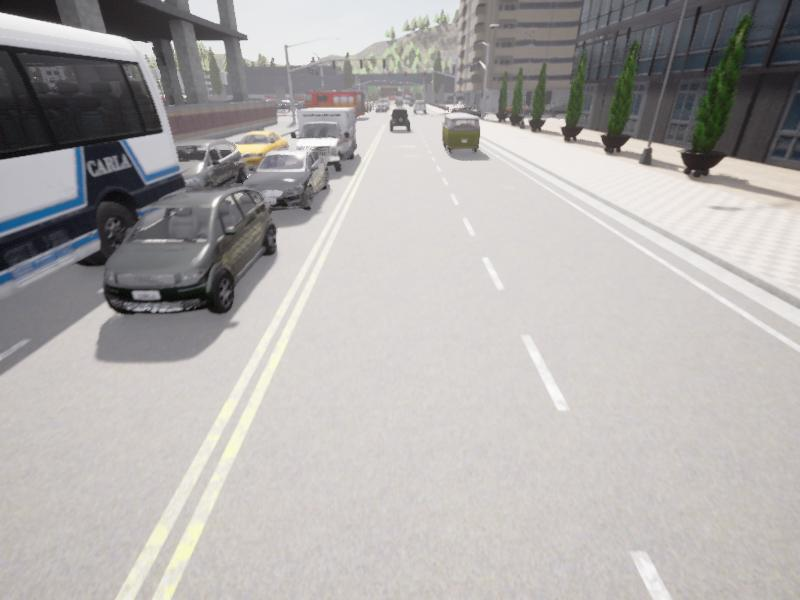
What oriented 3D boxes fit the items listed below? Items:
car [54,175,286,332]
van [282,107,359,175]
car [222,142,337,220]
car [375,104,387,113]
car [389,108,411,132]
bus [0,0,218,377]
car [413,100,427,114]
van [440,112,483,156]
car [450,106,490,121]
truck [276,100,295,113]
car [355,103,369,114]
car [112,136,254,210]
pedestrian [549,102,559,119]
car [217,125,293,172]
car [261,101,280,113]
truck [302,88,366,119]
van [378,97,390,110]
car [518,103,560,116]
[{"bbox_3d":[-3.499,-1.076,7.084,1.789,1.549,3.705,0,27,0],"label":"car"},{"bbox_3d":[-3.509,-7.881,19.361,2.351,2.431,6.366,0,27,0],"label":"van"},{"bbox_3d":[-3.500,-3.996,12.809,2.128,1.511,4.902,0,27,0],"label":"car"},{"bbox_3d":[-3.520,-36.094,75.348,1.970,1.475,3.806,0,27,0],"label":"car"},{"bbox_3d":[-0.010,-16.865,37.348,1.905,1.878,3.866,0,27,0],"label":"car"},{"bbox_3d":[-6.890,-1.619,5.253,3.944,4.253,10.273,0,27,0],"label":"bus"},{"bbox_3d":[3.478,-34.255,70.930,2.150,2.045,5.566,0,27,0],"label":"car"},{"bbox_3d":[3.493,-9.853,23.543,1.775,1.987,4.442,0,27,0],"label":"van"},{"bbox_3d":[8.937,-24.030,51.405,4.514,1.525,2.007,-9,28,-15],"label":"car"},{"bbox_3d":[-21.167,-35.990,74.401,2.069,2.038,4.478,0,27,0],"label":"truck"},{"bbox_3d":[-7.021,-35.464,73.910,2.033,1.649,4.856,0,27,0],"label":"car"},{"bbox_3d":[-7.002,-4.524,13.727,2.242,1.667,4.611,-1,27,0],"label":"car"},{"bbox_3d":[18.489,-22.840,48.139,0.751,1.860,0.751,4,28,8],"label":"pedestrian"},{"bbox_3d":[-7.004,-7.723,20.045,1.801,1.575,5.366,0,27,0],"label":"car"},{"bbox_3d":[-24.062,-35.855,74.402,1.932,1.855,4.605,0,27,0],"label":"car"},{"bbox_3d":[-9.297,-27.750,56.499,8.468,3.827,2.891,12,29,22],"label":"truck"},{"bbox_3d":[-3.532,-43.854,89.292,2.351,2.431,6.366,0,27,0],"label":"van"},{"bbox_3d":[20.163,-27.639,58.063,5.238,1.638,1.930,-1,27,0],"label":"car"}]
